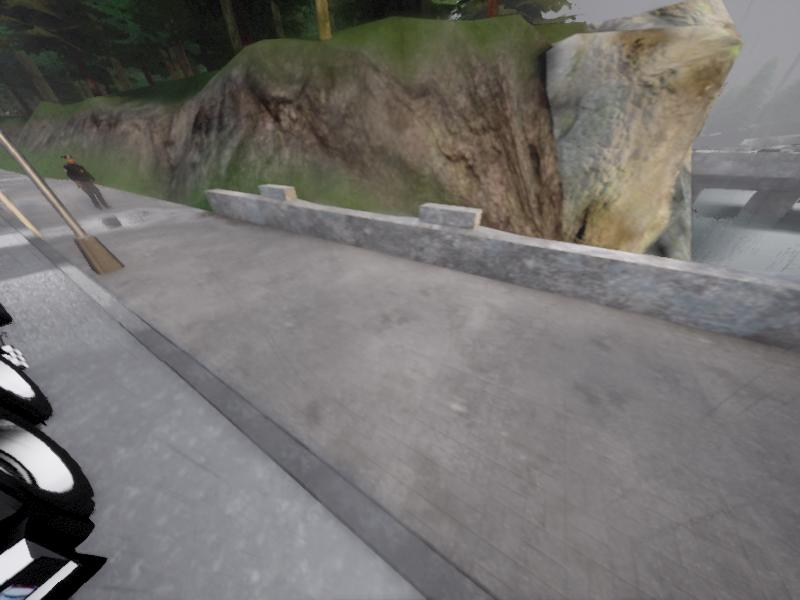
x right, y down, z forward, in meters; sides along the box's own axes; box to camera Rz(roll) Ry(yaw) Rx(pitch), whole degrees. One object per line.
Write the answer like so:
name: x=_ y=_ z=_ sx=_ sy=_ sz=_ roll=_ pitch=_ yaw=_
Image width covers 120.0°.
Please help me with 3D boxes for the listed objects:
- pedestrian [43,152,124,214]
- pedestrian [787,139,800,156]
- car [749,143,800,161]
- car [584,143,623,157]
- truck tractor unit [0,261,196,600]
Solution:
pedestrian: x=-11.241 y=-4.193 z=8.296 sx=0.751 sy=1.860 sz=0.751 roll=13 pitch=37 yaw=18
pedestrian: x=55.114 y=-21.014 z=31.851 sx=0.751 sy=1.860 sz=0.751 roll=19 pitch=39 yaw=26
car: x=46.672 y=-17.604 z=27.445 sx=5.238 sy=1.638 sz=1.930 roll=18 pitch=39 yaw=25
car: x=30.739 y=-22.809 z=35.113 sx=3.988 sy=1.617 sz=1.851 roll=18 pitch=39 yaw=25
truck tractor unit: x=-5.111 y=-0.299 z=0.789 sx=6.516 sy=4.208 sz=3.053 roll=18 pitch=39 yaw=24
